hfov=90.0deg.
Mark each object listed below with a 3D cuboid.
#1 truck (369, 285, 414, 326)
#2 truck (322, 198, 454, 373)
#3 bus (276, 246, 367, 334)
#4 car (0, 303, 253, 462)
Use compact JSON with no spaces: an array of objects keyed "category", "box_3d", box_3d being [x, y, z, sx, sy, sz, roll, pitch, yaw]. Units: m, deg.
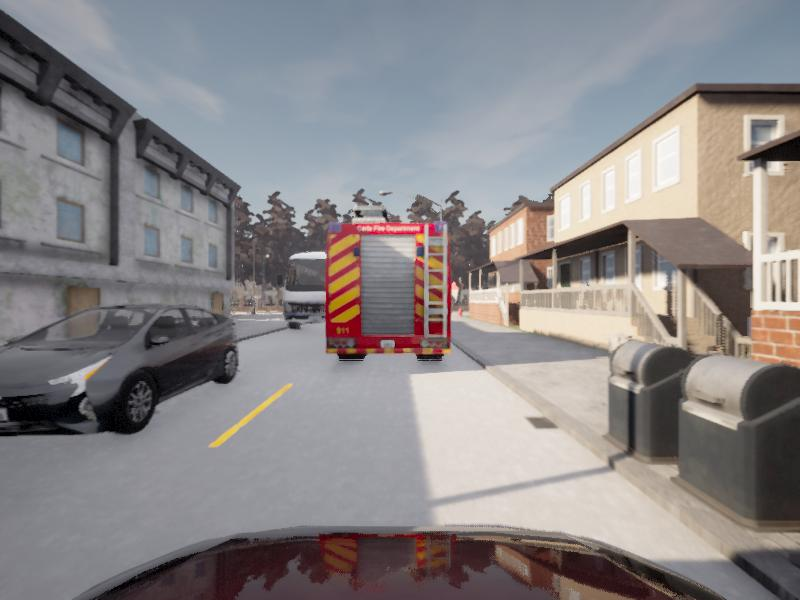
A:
[{"category":"truck","box_3d":[-0.430,0.359,26.350,2.627,2.467,5.204,0,-1,2]},{"category":"truck","box_3d":[-0.192,-0.316,12.987,2.891,3.827,8.468,0,0,1]},{"category":"bus","box_3d":[-4.242,-0.528,24.559,3.944,4.253,10.273,0,0,-2]},{"category":"car","box_3d":[-4.064,0.831,6.187,2.007,1.525,4.514,0,0,-1]}]
